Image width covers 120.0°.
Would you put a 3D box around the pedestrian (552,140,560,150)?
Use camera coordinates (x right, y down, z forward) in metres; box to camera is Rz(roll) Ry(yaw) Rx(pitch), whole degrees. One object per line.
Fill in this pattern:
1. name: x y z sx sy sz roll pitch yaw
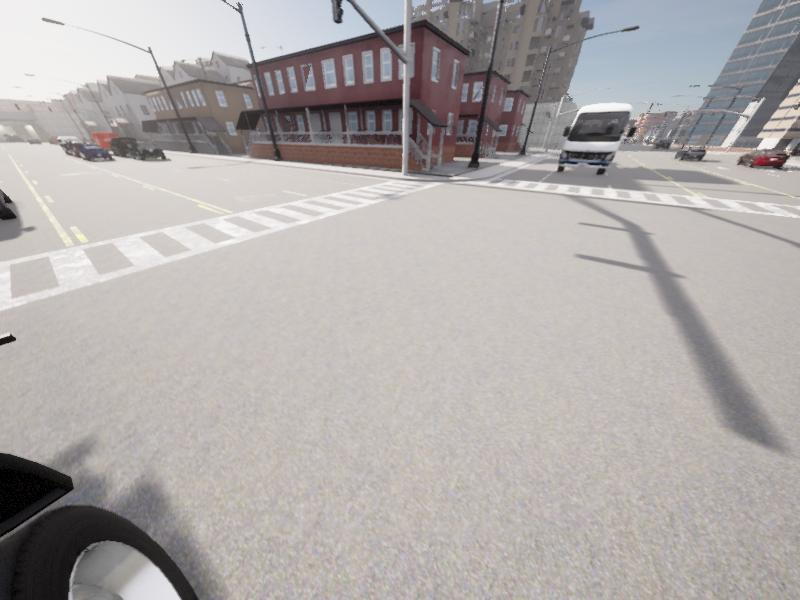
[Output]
1. pedestrian: 33.951 -33.634 50.179 0.751 1.860 0.751 25 42 30

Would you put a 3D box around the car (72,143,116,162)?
1. car: -32.633 -15.743 24.600 4.674 1.442 1.812 22 41 28

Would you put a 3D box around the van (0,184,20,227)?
1. van: -14.704 -3.918 7.096 5.915 2.561 1.988 22 41 28

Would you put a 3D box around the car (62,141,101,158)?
1. car: -38.243 -18.116 27.759 3.988 1.617 1.851 22 41 28

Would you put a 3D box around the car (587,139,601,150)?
1. car: 48.863 -39.239 58.172 2.150 2.045 5.566 22 41 28

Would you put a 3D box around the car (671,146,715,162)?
1. car: 36.616 -18.445 29.072 2.128 1.511 4.902 22 41 28

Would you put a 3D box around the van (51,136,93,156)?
1. van: -43.270 -20.352 30.496 4.480 2.038 2.069 22 41 28

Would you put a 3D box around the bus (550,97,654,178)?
1. bus: 16.107 -13.200 19.065 3.944 4.253 10.273 22 41 28

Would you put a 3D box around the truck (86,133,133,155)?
1. truck: -40.465 -21.759 32.145 5.204 2.467 2.627 23 41 29

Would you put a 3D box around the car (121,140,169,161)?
1. car: -28.038 -16.478 25.383 4.553 1.767 2.097 22 41 28

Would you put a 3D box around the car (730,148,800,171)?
1. car: 34.949 -13.647 22.291 2.163 1.488 4.792 23 41 29

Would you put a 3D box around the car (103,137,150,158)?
1. car: -33.970 -18.996 28.668 5.566 2.045 2.150 22 41 28
